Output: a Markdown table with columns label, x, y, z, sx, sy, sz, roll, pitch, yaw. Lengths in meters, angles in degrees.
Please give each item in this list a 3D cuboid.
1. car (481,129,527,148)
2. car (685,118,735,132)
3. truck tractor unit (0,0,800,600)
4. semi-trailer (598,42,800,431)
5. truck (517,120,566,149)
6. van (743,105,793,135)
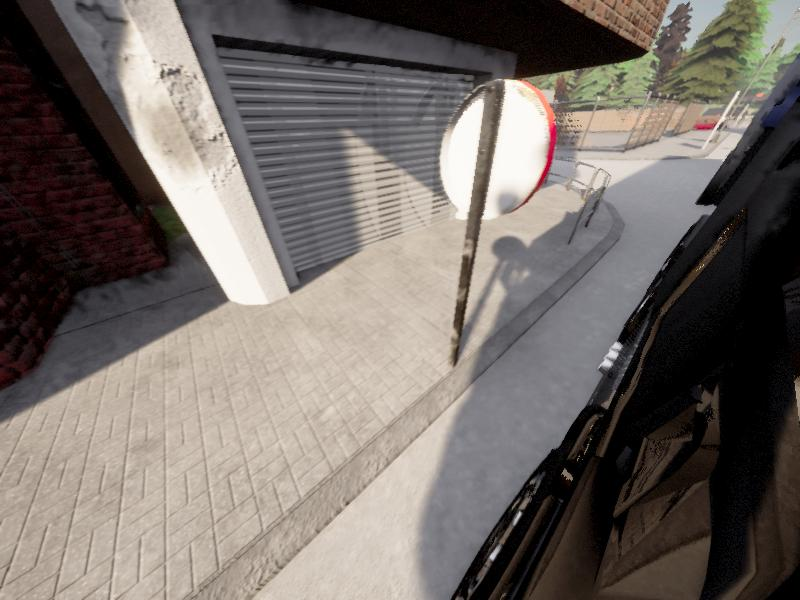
| label | x | y | z | sx | sy | sz | roll | pitch | yaw |
| --- | --- | --- | --- | --- | --- | --- | --- | --- | --- |
| car | 11.582 | -17.970 | 25.608 | 5.357 | 1.415 | 2.033 | -28 | 44 | -30 |
| car | 46.734 | -26.460 | 34.935 | 1.816 | 1.474 | 4.193 | -31 | 45 | -32 |
| truck tractor unit | 2.645 | -0.295 | 0.352 | 6.516 | 4.208 | 3.053 | -28 | 44 | -30 |
| semi-trailer | 8.698 | -3.597 | 4.239 | 14.254 | 4.402 | 2.717 | -28 | 44 | -30 |
| truck | 13.990 | -16.402 | 22.860 | 4.478 | 2.038 | 2.069 | -28 | 44 | -30 |
| van | 42.959 | -21.084 | 27.107 | 5.915 | 2.561 | 1.988 | -28 | 44 | -30 |
